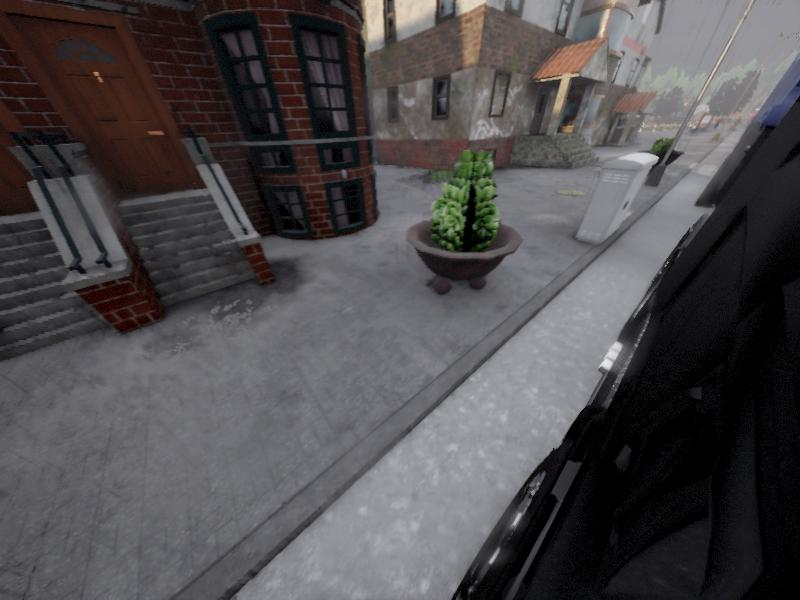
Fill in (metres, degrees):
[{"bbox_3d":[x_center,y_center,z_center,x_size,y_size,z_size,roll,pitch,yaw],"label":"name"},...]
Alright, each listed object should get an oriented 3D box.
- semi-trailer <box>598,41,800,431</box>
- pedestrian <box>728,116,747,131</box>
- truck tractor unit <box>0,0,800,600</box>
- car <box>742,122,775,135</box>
[{"bbox_3d":[8.704,-3.564,4.271,14.254,4.402,2.717,-28,43,-30],"label":"semi-trailer"},{"bbox_3d":[53.954,-28.205,36.981,0.751,1.860,0.751,-15,39,-17],"label":"pedestrian"},{"bbox_3d":[2.645,-0.295,0.351,6.516,4.208,3.053,-28,44,-30],"label":"truck tractor unit"},{"bbox_3d":[47.776,-22.873,30.818,4.718,1.301,1.895,-28,44,-30],"label":"car"}]
